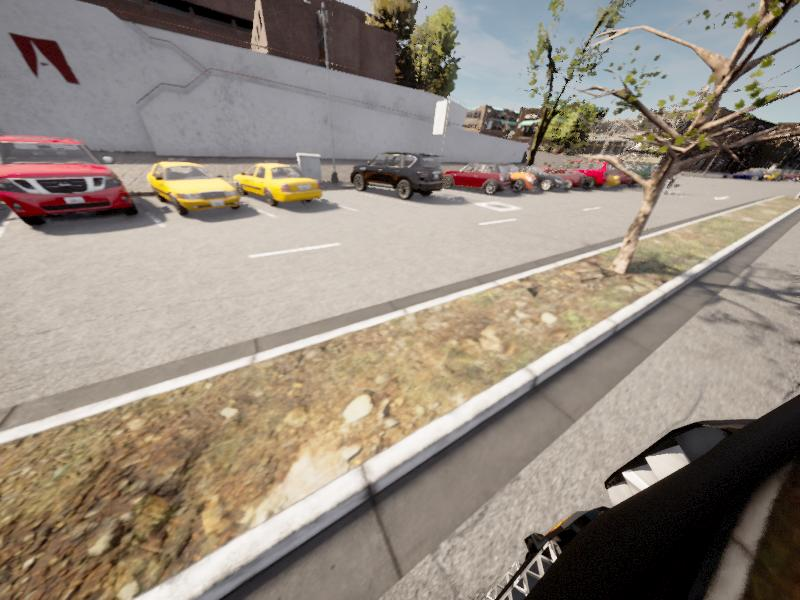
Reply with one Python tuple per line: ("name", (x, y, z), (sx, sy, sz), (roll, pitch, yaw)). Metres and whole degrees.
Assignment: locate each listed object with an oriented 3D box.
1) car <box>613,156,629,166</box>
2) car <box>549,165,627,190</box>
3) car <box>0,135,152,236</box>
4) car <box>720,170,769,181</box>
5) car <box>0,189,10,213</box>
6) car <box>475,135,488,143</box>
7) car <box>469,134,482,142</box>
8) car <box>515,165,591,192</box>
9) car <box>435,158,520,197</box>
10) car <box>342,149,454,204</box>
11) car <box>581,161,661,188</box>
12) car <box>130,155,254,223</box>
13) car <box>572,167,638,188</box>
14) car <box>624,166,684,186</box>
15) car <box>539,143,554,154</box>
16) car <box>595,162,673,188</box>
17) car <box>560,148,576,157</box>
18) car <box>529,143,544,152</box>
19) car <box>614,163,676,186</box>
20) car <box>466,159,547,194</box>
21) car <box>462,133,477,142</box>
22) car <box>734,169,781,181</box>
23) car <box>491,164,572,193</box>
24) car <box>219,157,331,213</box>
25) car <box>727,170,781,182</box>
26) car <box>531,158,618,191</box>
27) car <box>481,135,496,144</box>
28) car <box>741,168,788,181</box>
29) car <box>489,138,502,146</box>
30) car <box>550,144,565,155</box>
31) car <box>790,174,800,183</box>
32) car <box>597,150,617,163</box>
("car", (48.548, -30.547, 50.723), (2.002, 1.452, 4.674), (32, 42, 28))
("car", (17.756, -11.800, 22.062), (5.366, 1.575, 1.946), (26, 39, 32))
("car", (-10.614, -3.926, 7.310), (5.566, 2.045, 2.435), (26, 39, 32))
("car", (64.760, -23.481, 43.534), (4.792, 1.488, 2.163), (30, 41, 36))
("car", (-13.221, -2.949, 6.147), (4.792, 1.488, 2.163), (26, 39, 32))
("car", (27.829, -54.743, 78.603), (2.185, 1.767, 4.553), (30, 41, 27))
("car", (26.353, -56.435, 80.630), (2.185, 1.767, 4.553), (29, 39, 28))
("car", (12.679, -10.273, 19.348), (4.792, 1.488, 2.163), (26, 39, 32))
("car", (4.948, -8.211, 15.267), (4.553, 1.767, 2.185), (26, 40, 32))
("car", (-0.286, -6.880, 12.589), (5.566, 2.045, 2.435), (26, 40, 32))
("car", (23.092, -13.384, 24.484), (5.566, 2.045, 2.435), (26, 39, 32))
("car", (-7.908, -4.396, 8.671), (5.366, 1.575, 1.946), (26, 39, 32))
("car", (20.499, -12.410, 23.304), (4.674, 1.452, 2.002), (26, 39, 32))
("car", (30.990, -15.375, 28.436), (4.553, 1.767, 2.185), (26, 40, 32))
("car", (39.690, -41.038, 62.508), (1.878, 1.987, 4.442), (32, 42, 28))
("car", (25.753, -14.079, 25.774), (5.566, 2.045, 2.435), (26, 39, 32))
("car", (42.667, -37.458, 58.707), (2.231, 1.521, 4.892), (32, 42, 28))
("car", (38.384, -42.701, 64.847), (1.946, 1.575, 5.366), (32, 42, 28))
("car", (28.434, -14.731, 27.047), (4.442, 1.987, 1.878), (26, 39, 32))
("car", (7.499, -8.963, 16.627), (4.553, 1.767, 2.185), (26, 39, 32))
("car", (24.825, -58.099, 82.534), (2.435, 2.045, 5.566), (27, 38, 30))
("car", (70.275, -24.690, 45.542), (2.185, 1.767, 4.553), (-26, 42, -37))
("car", (10.109, -9.570, 18.004), (4.892, 1.521, 2.231), (26, 39, 32))
("car", (-5.603, -5.265, 10.177), (5.366, 1.575, 1.946), (26, 40, 32))
("car", (67.671, -23.923, 44.372), (1.946, 1.575, 5.366), (-26, 42, -38))
("car", (15.288, -11.231, 20.522), (5.566, 2.045, 2.435), (26, 39, 32))
("car", (29.373, -53.118, 76.531), (2.435, 2.045, 5.566), (31, 42, 27))
("car", (73.140, -25.282, 46.495), (1.878, 1.987, 4.442), (-26, 42, -37))
("car", (30.977, -51.289, 74.831), (1.946, 1.575, 5.366), (31, 41, 27))
("car", (41.163, -39.314, 60.501), (1.878, 1.987, 4.442), (32, 42, 28))
("car", (78.090, -23.277, 44.314), (4.902, 1.511, 2.128), (-11, 36, -21))
("car", (47.125, -32.510, 52.570), (2.435, 2.045, 5.566), (32, 42, 28))
